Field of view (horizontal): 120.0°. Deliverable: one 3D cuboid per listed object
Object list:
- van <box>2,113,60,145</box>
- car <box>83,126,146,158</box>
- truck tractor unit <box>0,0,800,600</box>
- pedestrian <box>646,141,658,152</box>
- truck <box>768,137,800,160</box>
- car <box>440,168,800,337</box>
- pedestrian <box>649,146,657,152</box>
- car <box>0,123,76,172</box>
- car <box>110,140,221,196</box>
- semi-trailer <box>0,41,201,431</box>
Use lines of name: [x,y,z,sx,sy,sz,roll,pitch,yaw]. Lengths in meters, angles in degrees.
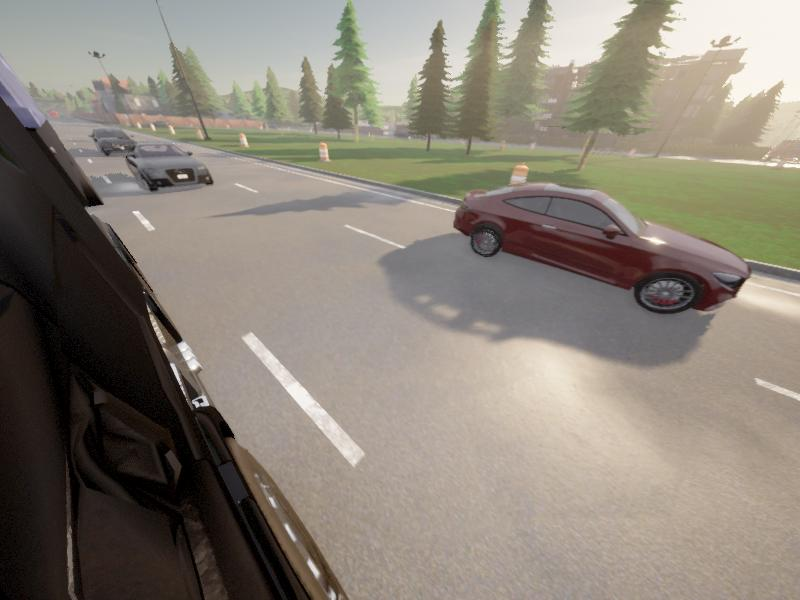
van: [-31.626,-14.765,19.915,4.442,1.987,1.775,28,43,30]
car: [-19.693,-10.947,15.930,4.892,1.490,1.837,28,43,30]
truck tractor unit: [-2.645,-0.295,0.351,6.516,4.208,3.053,28,44,30]
pedestrian: [52.518,-31.977,48.207,0.751,1.860,0.751,-21,42,-28]
truck: [86.021,-33.059,50.405,2.891,3.827,8.468,28,43,30]
car: [3.367,-1.411,4.560,4.674,1.442,1.812,28,43,30]
pedestrian: [53.225,-31.728,48.554,0.500,1.100,0.500,-16,40,-23]
car: [-18.733,-7.767,11.594,5.027,1.651,2.152,28,43,30]
car: [-9.351,-5.404,9.209,4.181,1.385,1.994,28,43,30]
semi-trailer: [-8.700,-3.592,4.244,14.254,4.402,2.717,28,43,30]
